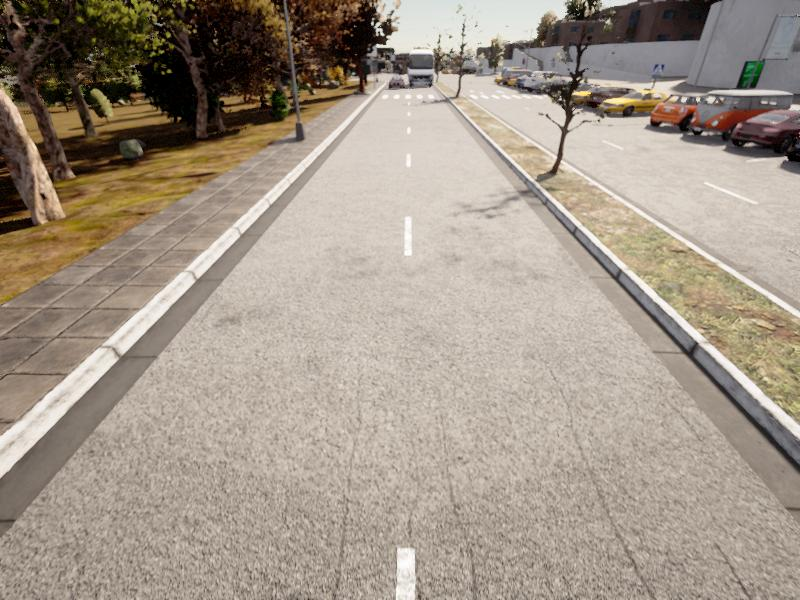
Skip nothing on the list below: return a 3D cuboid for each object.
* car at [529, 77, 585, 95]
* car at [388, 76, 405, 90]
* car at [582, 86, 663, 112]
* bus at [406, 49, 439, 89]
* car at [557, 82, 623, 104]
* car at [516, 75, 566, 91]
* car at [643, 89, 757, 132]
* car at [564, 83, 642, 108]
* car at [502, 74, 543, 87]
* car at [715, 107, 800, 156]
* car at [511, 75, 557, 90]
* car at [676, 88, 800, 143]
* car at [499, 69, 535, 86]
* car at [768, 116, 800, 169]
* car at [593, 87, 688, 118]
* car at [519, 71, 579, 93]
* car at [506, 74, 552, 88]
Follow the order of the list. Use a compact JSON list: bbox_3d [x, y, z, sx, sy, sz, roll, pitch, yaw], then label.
[{"bbox_3d":[16.356,-22.318,41.731,4.892,1.521,2.231,-9,33,-17],"label":"car"},{"bbox_3d":[-0.384,-26.546,48.938,1.994,1.385,4.181,1,31,1],"label":"car"},{"bbox_3d":[16.068,-14.611,28.990,4.792,1.488,2.163,-9,32,-16],"label":"car"},{"bbox_3d":[2.866,-31.111,53.784,3.944,4.253,10.273,1,31,1],"label":"bus"},{"bbox_3d":[16.159,-17.680,34.090,4.674,1.452,2.002,-9,32,-16],"label":"car"},{"bbox_3d":[16.474,-25.382,46.849,5.008,1.535,2.097,-9,33,-16],"label":"car"},{"bbox_3d":[15.831,-10.108,21.232,4.553,1.767,2.185,-9,32,-16],"label":"car"},{"bbox_3d":[15.928,-16.147,31.460,5.366,1.575,1.946,-9,33,-16],"label":"car"},{"bbox_3d":[16.677,-29.945,54.561,4.792,1.488,2.163,-9,32,-16],"label":"car"},{"bbox_3d":[15.732,-6.900,16.208,4.674,1.452,2.002,-9,32,-16],"label":"car"},{"bbox_3d":[16.523,-26.911,49.413,4.892,1.521,2.231,-9,32,-17],"label":"car"},{"bbox_3d":[15.692,-8.635,18.588,4.442,1.987,1.878,-9,33,-16],"label":"car"},{"bbox_3d":[16.605,-31.665,56.945,4.442,1.987,1.878,-9,33,-16],"label":"car"},{"bbox_3d":[15.702,-5.383,13.652,4.792,1.488,2.163,-9,32,-16],"label":"car"},{"bbox_3d":[15.806,-13.060,26.356,5.366,1.575,1.946,-9,33,-16],"label":"car"},{"bbox_3d":[16.437,-24.077,44.175,5.566,2.045,2.435,-9,32,-16],"label":"car"},{"bbox_3d":[16.765,-28.471,52.025,5.366,1.575,1.946,-9,32,-17],"label":"car"}]
